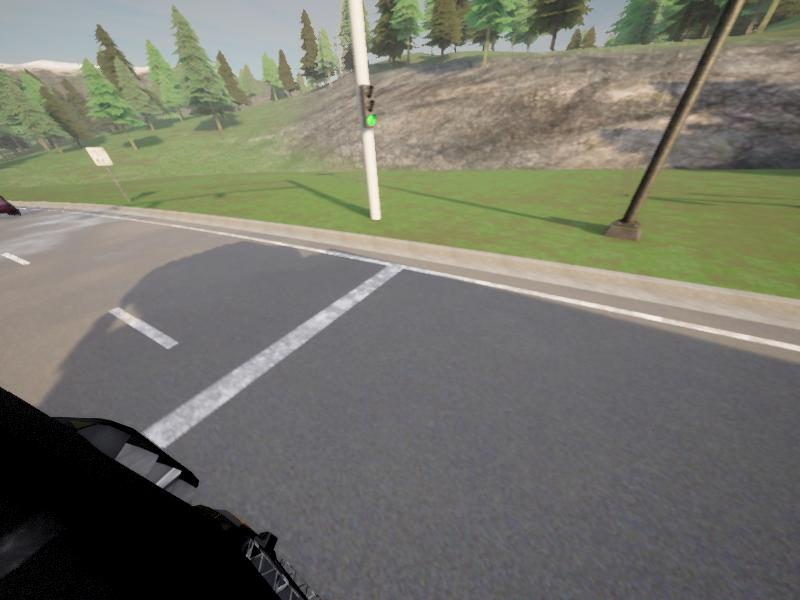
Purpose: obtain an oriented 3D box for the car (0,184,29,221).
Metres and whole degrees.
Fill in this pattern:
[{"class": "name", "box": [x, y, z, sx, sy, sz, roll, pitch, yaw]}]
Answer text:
[{"class": "car", "box": [-20.780, -4.583, 10.939, 4.193, 1.474, 1.816, 8, 35, 16]}]
